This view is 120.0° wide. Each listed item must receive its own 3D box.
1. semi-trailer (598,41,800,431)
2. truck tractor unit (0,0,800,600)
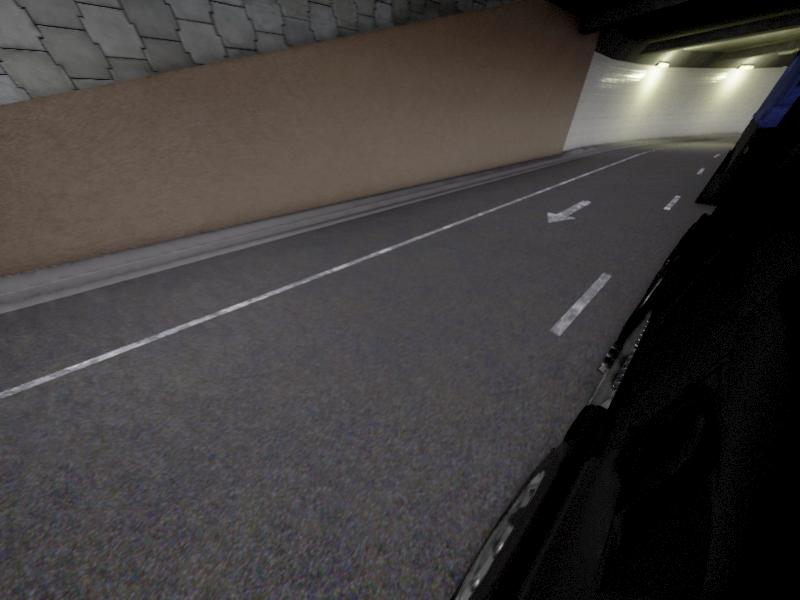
[{"bbox_3d":[8.682,-3.616,4.242,14.254,4.402,2.717,-28,44,-30],"label":"semi-trailer"},{"bbox_3d":[2.645,-0.295,0.351,6.516,4.208,3.053,-28,44,-30],"label":"truck tractor unit"}]
